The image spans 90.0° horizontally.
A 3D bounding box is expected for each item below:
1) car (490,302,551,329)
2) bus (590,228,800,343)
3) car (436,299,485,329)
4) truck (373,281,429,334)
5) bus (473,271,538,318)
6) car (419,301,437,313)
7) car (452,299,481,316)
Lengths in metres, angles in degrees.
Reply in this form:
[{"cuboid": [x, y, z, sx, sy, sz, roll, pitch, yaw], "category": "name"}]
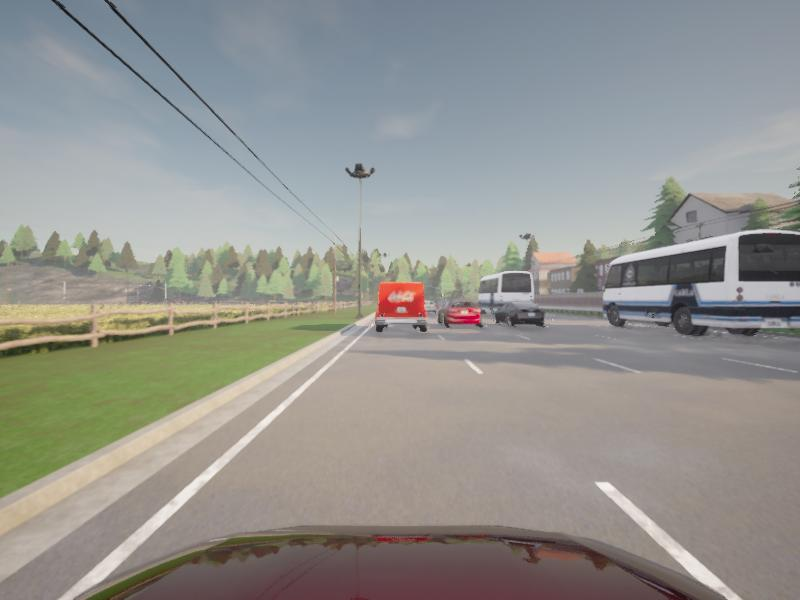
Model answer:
[{"cuboid": [7.148, 0.852, 24.296, 2.163, 1.488, 4.792, 0, 0, -2], "category": "car"}, {"cuboid": [13.881, -0.534, 19.887, 3.944, 4.253, 10.273, 0, 0, 0], "category": "bus"}, {"cuboid": [3.585, 0.757, 24.596, 2.242, 1.667, 4.611, 0, 0, -1], "category": "car"}, {"cuboid": [0.048, 0.358, 21.395, 2.627, 2.467, 5.204, 0, 0, 0], "category": "truck"}, {"cuboid": [10.384, -0.529, 41.061, 3.944, 4.253, 10.273, 0, 0, 0], "category": "bus"}, {"cuboid": [3.507, 0.855, 50.139, 1.970, 1.475, 3.806, 0, 0, 0], "category": "car"}, {"cuboid": [7.004, 0.759, 42.557, 2.242, 1.667, 4.611, 0, 0, 0], "category": "car"}]
